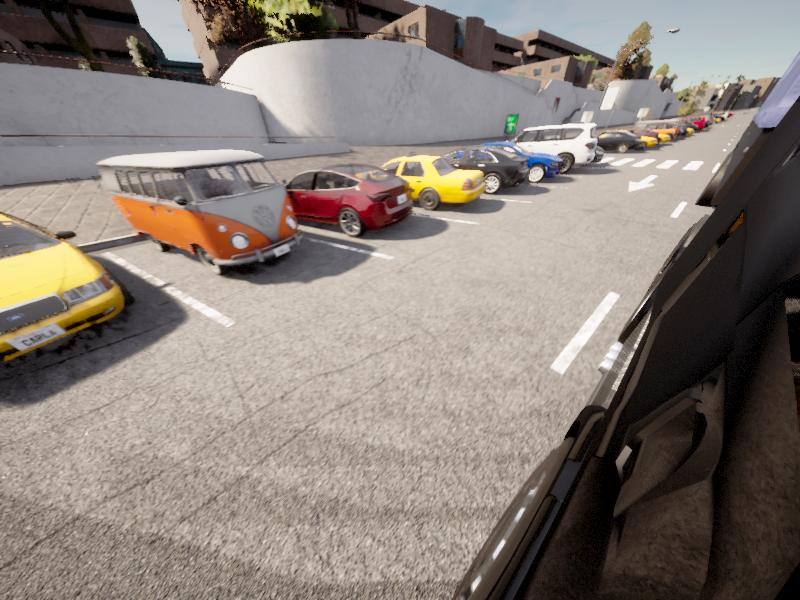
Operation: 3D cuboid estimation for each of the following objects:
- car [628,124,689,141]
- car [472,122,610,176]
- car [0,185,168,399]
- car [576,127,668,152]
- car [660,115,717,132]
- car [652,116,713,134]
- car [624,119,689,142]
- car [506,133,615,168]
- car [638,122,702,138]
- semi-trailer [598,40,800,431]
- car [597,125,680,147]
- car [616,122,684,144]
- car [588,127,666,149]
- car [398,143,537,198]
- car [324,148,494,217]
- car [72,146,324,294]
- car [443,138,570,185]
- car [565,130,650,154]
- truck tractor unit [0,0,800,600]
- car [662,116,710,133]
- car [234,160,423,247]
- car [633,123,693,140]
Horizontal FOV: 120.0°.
[{"bbox_3d":[32.278,-21.052,29.054,4.674,1.452,2.002,17,41,25],"label":"car"},{"bbox_3d":[7.130,-8.085,12.405,5.566,2.045,2.435,17,41,25],"label":"car"},{"bbox_3d":[-6.357,-0.567,3.518,5.366,1.575,1.946,17,40,25],"label":"car"},{"bbox_3d":[18.738,-13.842,19.952,5.366,1.575,1.946,17,40,25],"label":"car"},{"bbox_3d":[50.549,-31.068,40.750,5.566,2.045,2.435,17,41,25],"label":"car"},{"bbox_3d":[45.932,-28.615,37.815,5.566,2.045,2.435,17,41,25],"label":"car"},{"bbox_3d":[30.090,-20.036,27.364,4.442,1.987,1.878,17,40,25],"label":"car"},{"bbox_3d":[9.448,-9.087,14.048,4.892,1.521,2.231,17,40,25],"label":"car"},{"bbox_3d":[37.005,-23.470,31.942,5.366,1.575,1.946,17,40,25],"label":"car"},{"bbox_3d":[8.695,-3.596,4.248,14.254,4.402,2.717,-28,44,-30],"label":"semi-trailer"},{"bbox_3d":[23.303,-16.234,22.957,5.366,1.575,1.946,17,40,25],"label":"car"},{"bbox_3d":[27.727,-18.769,25.952,4.553,1.767,2.185,17,41,25],"label":"car"},{"bbox_3d":[20.833,-15.066,21.561,4.792,1.488,2.163,17,40,25],"label":"car"},{"bbox_3d":[2.611,-5.455,9.555,4.892,1.521,2.231,17,41,25],"label":"car"},{"bbox_3d":[0.164,-4.298,8.143,5.366,1.575,1.946,17,41,25],"label":"car"},{"bbox_3d":[-4.145,-1.977,4.906,4.442,1.987,1.878,17,40,25],"label":"car"},{"bbox_3d":[4.886,-6.672,11.056,5.008,1.535,2.097,17,40,25],"label":"car"},{"bbox_3d":[16.298,-12.654,18.552,4.674,1.452,2.002,17,41,25],"label":"car"},{"bbox_3d":[2.645,-0.295,0.352,6.516,4.208,3.053,-28,44,-30],"label":"truck tractor unit"},{"bbox_3d":[48.346,-29.792,39.251,4.442,1.987,1.878,17,41,25],"label":"car"},{"bbox_3d":[-1.981,-3.018,6.605,4.792,1.488,2.163,17,41,25],"label":"car"},{"bbox_3d":[34.531,-22.278,30.556,4.792,1.488,2.163,17,41,25],"label":"car"}]
